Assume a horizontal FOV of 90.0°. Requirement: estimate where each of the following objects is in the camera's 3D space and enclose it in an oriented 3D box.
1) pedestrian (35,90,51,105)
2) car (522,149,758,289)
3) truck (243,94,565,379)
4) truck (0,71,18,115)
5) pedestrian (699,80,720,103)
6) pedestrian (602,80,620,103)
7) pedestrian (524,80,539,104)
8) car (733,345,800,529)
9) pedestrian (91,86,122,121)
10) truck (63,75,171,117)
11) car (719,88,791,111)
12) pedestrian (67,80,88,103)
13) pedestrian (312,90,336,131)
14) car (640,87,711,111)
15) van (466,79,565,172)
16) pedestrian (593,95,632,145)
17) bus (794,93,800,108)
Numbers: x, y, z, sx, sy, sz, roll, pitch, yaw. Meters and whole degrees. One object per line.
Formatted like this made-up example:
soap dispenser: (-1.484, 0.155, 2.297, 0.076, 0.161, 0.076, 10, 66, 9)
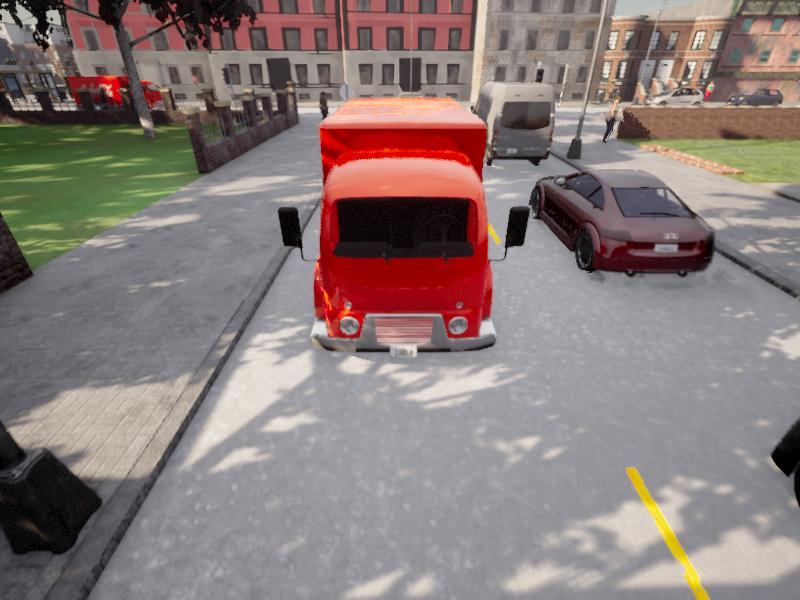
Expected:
pedestrian: (-30.941, -17.555, 34.722, 0.500, 1.100, 0.500, 2, 30, 4)
car: (4.039, -1.831, 7.794, 1.994, 1.385, 4.181, 0, 30, 0)
truck: (0.029, -1.521, 6.123, 2.627, 2.467, 5.204, 0, 32, 0)
truck: (-33.076, -15.069, 28.020, 8.468, 3.827, 2.891, 0, 30, 0)
pedestrian: (28.353, -19.143, 36.689, 0.751, 1.860, 0.751, -13, 33, -21)
pedestrian: (19.042, -18.832, 36.157, 0.751, 1.860, 0.751, -4, 30, -6)
pedestrian: (11.824, -18.733, 35.988, 0.751, 1.860, 0.751, -3, 30, -5)
car: (4.022, 1.707, 1.630, 1.970, 1.475, 3.806, 0, 30, 0)
pedestrian: (-17.791, -11.899, 24.288, 0.751, 1.860, 0.751, 0, 30, 0)
truck: (-19.807, -14.473, 28.343, 5.204, 2.467, 2.627, 0, 30, 0)
car: (28.314, -16.063, 31.998, 3.633, 1.501, 1.845, 0, 30, 0)
pedestrian: (-30.359, -19.678, 37.701, 0.751, 1.860, 0.751, 12, 32, 19)
pedestrian: (-3.897, -9.800, 20.695, 0.751, 1.860, 0.751, 24, 38, 35)
car: (21.955, -16.108, 32.000, 3.988, 1.617, 1.851, 0, 30, 0)
van: (4.023, -6.883, 15.285, 1.988, 2.561, 5.915, 0, 31, 0)
pedestrian: (8.996, -7.660, 17.015, 0.751, 1.860, 0.751, -6, 31, -9)
bus: (38.555, -17.159, 31.178, 10.273, 4.253, 3.944, 0, 30, 0)
